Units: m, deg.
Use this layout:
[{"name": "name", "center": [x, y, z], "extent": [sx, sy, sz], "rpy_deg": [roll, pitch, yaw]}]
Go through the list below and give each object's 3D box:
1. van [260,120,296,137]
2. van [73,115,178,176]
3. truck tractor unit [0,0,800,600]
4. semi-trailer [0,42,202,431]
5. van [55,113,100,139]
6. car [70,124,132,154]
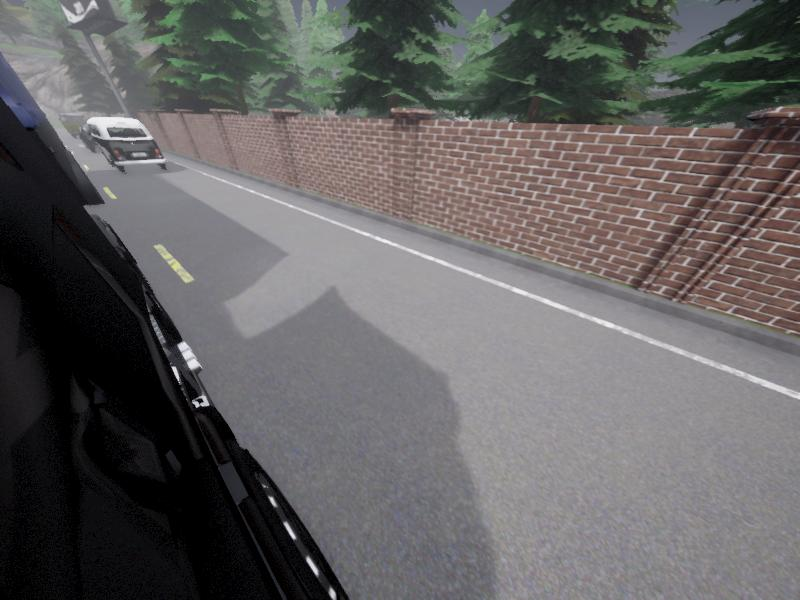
[{"name": "van", "center": [-19.917, -28.151, 37.916], "extent": [2.069, 2.038, 4.480], "rpy_deg": [27, 43, 28]}, {"name": "van", "center": [-13.360, -7.614, 11.263], "extent": [4.480, 2.038, 2.069], "rpy_deg": [28, 44, 29]}, {"name": "truck tractor unit", "center": [-2.645, -0.295, 0.351], "extent": [6.516, 4.208, 3.053], "rpy_deg": [28, 44, 30]}, {"name": "semi-trailer", "center": [-8.690, -3.611, 4.236], "extent": [14.254, 4.402, 2.717], "rpy_deg": [28, 44, 30]}, {"name": "van", "center": [-33.164, -17.908, 23.736], "extent": [4.442, 1.987, 1.775], "rpy_deg": [27, 43, 29]}, {"name": "car", "center": [-21.414, -11.579, 16.500], "extent": [4.892, 1.490, 1.837], "rpy_deg": [27, 43, 30]}]
